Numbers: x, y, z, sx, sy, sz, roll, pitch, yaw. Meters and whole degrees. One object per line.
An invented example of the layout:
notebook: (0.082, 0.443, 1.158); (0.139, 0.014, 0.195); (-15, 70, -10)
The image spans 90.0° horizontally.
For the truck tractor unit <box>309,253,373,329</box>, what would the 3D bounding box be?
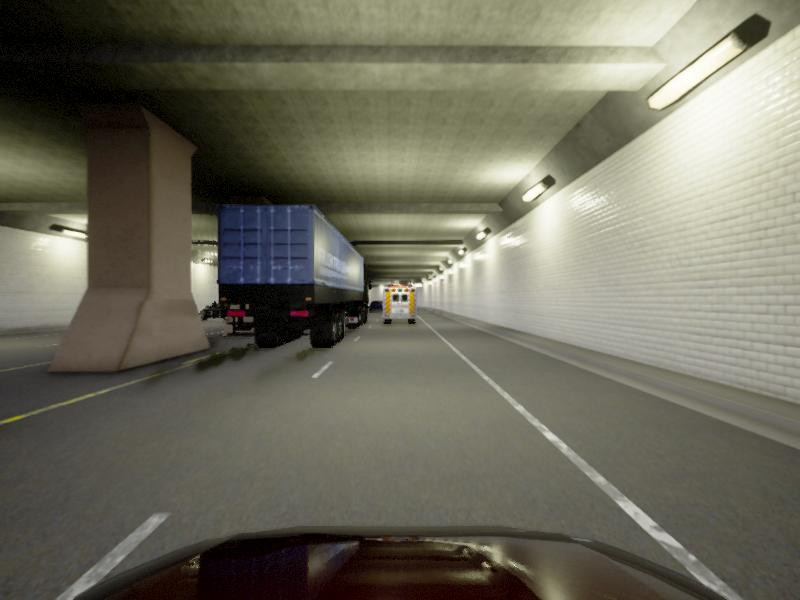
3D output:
truck tractor unit: (-3.496, -0.520, 25.400); (3.053, 4.208, 6.516); (0, 0, 0)

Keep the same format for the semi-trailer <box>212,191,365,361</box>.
semi-trailer: (-3.496, -0.619, 17.484); (2.717, 4.402, 14.254); (0, 0, 0)

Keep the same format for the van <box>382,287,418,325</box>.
van: (0.007, 0.375, 28.778); (2.351, 2.431, 6.366); (0, 0, 0)

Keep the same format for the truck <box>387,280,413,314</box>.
truck: (0.018, -0.324, 48.993); (2.891, 3.827, 8.468); (0, 0, 0)

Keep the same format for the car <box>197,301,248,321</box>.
car: (-13.993, 0.843, 31.850); (1.837, 1.490, 4.892); (0, 0, 0)
